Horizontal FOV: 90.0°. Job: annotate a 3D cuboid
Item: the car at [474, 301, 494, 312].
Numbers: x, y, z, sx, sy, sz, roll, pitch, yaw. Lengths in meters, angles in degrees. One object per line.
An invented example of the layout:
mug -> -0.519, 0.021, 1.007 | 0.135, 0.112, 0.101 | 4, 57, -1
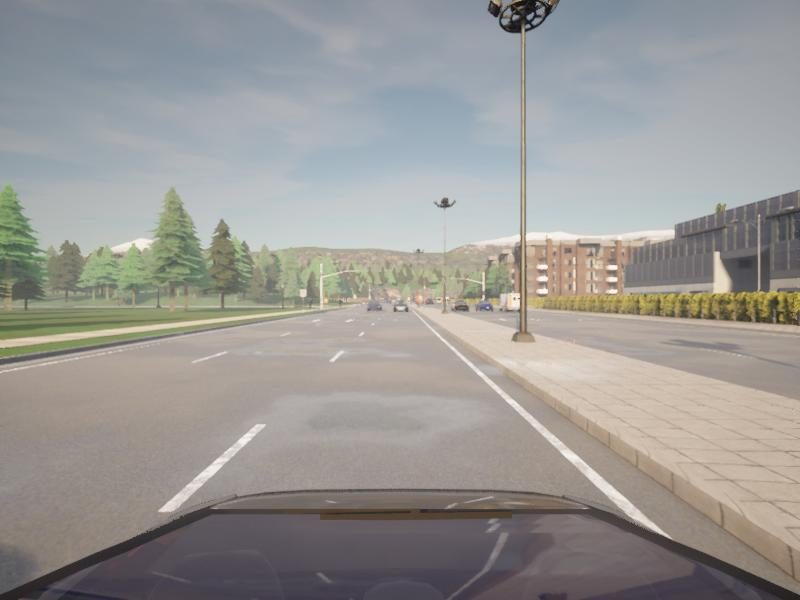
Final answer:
car -> 11.641, 0.849, 55.462 | 1.812, 1.442, 4.674 | 0, 0, 0

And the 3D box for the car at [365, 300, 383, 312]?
car -> -3.371, 0.805, 53.224 | 2.038, 1.542, 4.974 | 0, 0, 0

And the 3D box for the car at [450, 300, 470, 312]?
car -> 8.139, 0.804, 54.702 | 2.038, 1.542, 4.974 | 0, 0, 0

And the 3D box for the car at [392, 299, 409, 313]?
car -> 0.116, 0.759, 50.044 | 2.033, 1.649, 4.856 | 0, 0, 0

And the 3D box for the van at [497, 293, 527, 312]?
van -> 15.141, 0.358, 54.673 | 2.351, 2.431, 6.366 | 0, 0, 0
